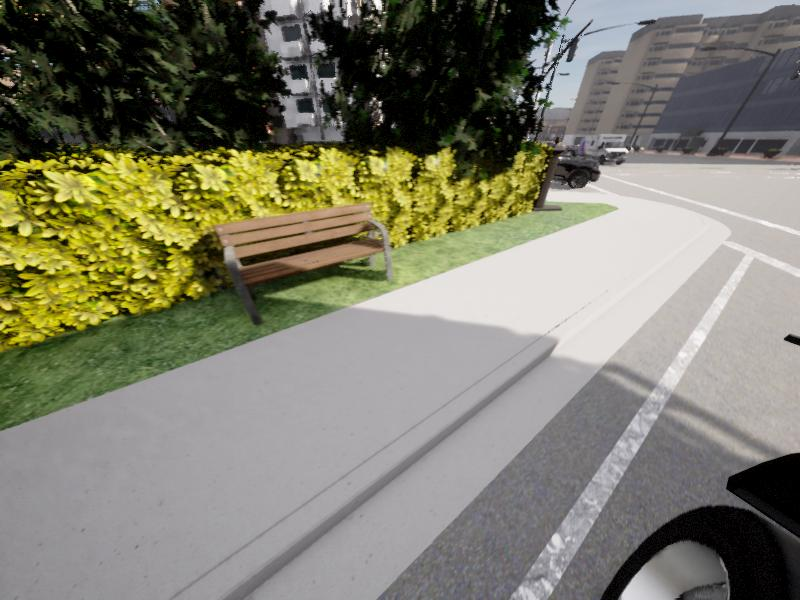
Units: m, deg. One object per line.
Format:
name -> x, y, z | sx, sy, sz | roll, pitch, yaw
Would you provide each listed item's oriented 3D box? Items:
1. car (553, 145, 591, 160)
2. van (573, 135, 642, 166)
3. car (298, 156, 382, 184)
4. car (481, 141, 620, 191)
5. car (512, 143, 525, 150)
car -> 22.595, -19.567, 30.588 | 2.128, 1.511, 4.902 | 6, 35, 10
van -> 21.023, -15.603, 24.001 | 2.351, 2.431, 6.366 | 7, 35, 10
car -> -3.684, -8.314, 14.691 | 4.718, 1.301, 1.895 | 7, 36, 10
car -> 7.541, -7.307, 12.474 | 5.566, 2.045, 2.150 | 7, 36, 10
car -> 36.047, -46.698, 70.219 | 2.242, 1.667, 4.611 | 6, 35, 10
